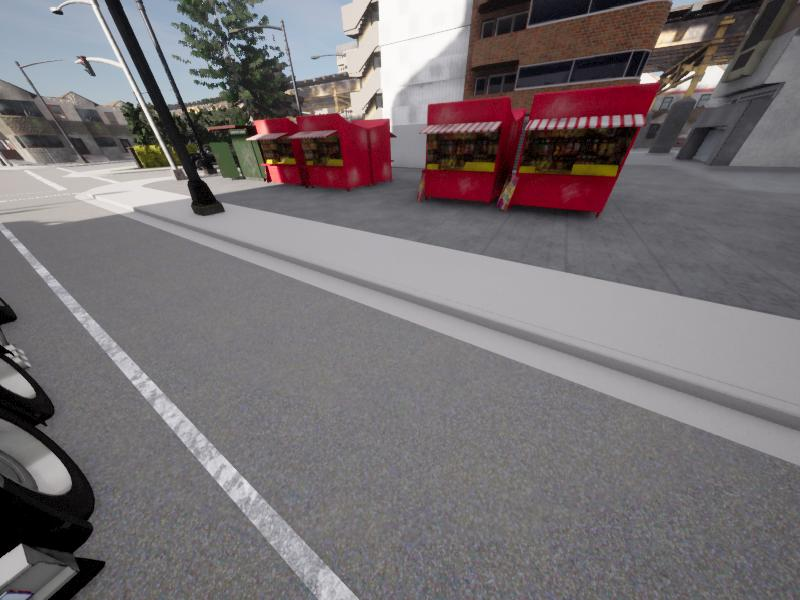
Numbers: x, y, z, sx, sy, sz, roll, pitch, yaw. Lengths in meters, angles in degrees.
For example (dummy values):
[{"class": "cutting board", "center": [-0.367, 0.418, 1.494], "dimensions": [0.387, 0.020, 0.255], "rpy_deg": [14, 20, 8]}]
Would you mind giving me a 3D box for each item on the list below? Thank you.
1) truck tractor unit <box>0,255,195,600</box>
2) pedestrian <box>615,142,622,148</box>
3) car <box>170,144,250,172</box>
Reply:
[{"class": "truck tractor unit", "center": [-5.097, -0.314, 0.801], "dimensions": [6.516, 4.208, 3.053], "rpy_deg": [19, 39, 25]}, {"class": "pedestrian", "center": [42.605, -30.246, 45.052], "dimensions": [0.500, 1.100, 0.500], "rpy_deg": [18, 39, 25]}, {"class": "car", "center": [-19.117, -14.654, 23.663], "dimensions": [2.150, 2.045, 5.566], "rpy_deg": [18, 39, 26]}]
